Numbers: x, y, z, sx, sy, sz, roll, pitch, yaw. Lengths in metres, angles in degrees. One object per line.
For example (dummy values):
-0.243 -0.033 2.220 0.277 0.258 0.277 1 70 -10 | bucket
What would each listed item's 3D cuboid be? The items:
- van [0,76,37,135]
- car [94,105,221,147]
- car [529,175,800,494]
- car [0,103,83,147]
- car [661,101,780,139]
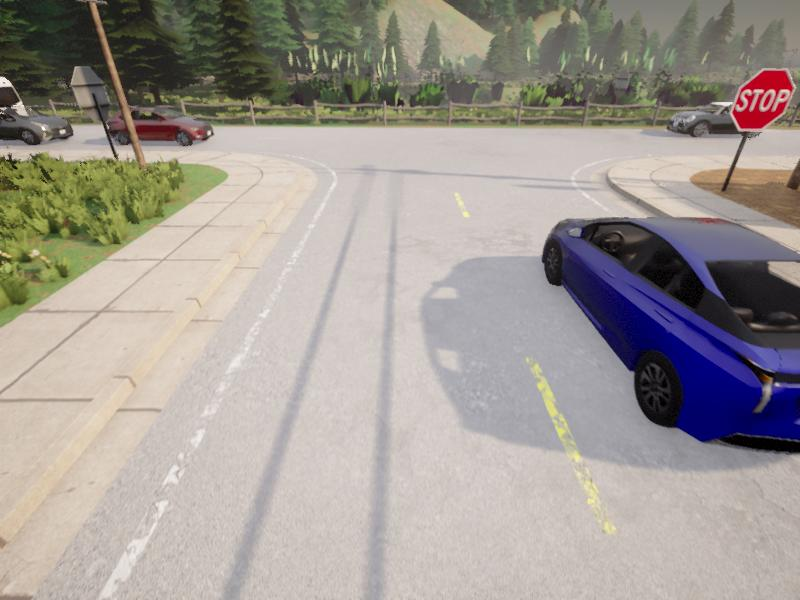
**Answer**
-23.079 -10.112 20.734 5.915 2.561 1.988 1 30 1 | van
-10.517 -7.676 17.612 4.193 1.474 1.816 2 30 3 | car
3.316 -0.206 4.843 2.007 1.525 4.514 0 30 0 | car
-17.334 -7.827 17.822 4.514 1.525 2.007 1 30 2 | car
15.481 -8.828 19.570 3.806 1.475 1.970 1 30 2 | car
